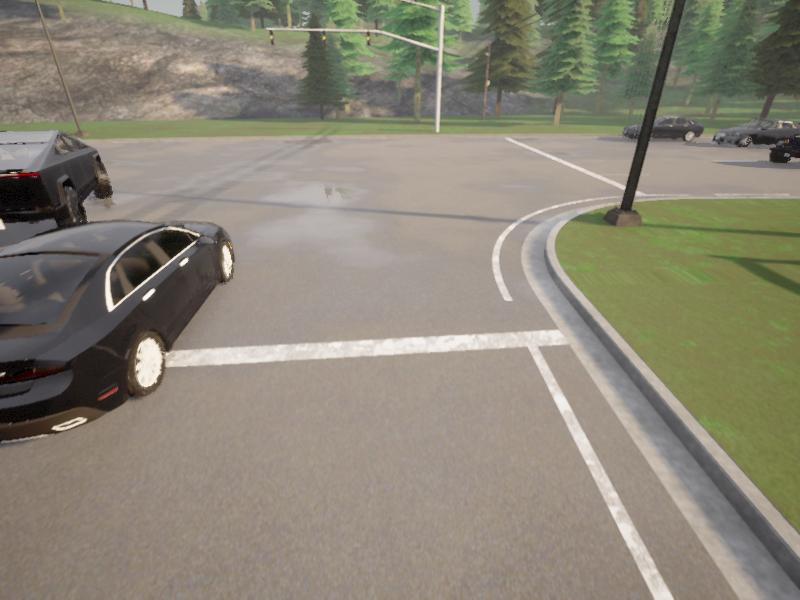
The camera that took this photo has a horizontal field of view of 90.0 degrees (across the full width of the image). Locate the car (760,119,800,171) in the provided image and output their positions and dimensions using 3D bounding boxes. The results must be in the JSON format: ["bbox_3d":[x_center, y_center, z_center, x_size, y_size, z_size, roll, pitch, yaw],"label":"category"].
[{"bbox_3d":[18.511,-6.676,17.127,3.866,1.878,1.905,0,28,0],"label":"car"}]

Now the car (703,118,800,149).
[{"bbox_3d":[21.170,-9.745,23.397,4.902,1.511,2.128,0,28,0],"label":"car"}]

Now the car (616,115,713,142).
[{"bbox_3d":[17.402,-11.373,26.523,4.892,1.490,1.837,0,28,0],"label":"car"}]

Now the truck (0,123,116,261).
[{"bbox_3d":[-9.184,-3.029,9.945,2.390,2.098,6.274,-12,30,-23],"label":"truck"}]

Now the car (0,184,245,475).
[{"bbox_3d":[-3.748,-0.262,5.313,1.837,1.490,4.892,-2,28,-5],"label":"car"}]
